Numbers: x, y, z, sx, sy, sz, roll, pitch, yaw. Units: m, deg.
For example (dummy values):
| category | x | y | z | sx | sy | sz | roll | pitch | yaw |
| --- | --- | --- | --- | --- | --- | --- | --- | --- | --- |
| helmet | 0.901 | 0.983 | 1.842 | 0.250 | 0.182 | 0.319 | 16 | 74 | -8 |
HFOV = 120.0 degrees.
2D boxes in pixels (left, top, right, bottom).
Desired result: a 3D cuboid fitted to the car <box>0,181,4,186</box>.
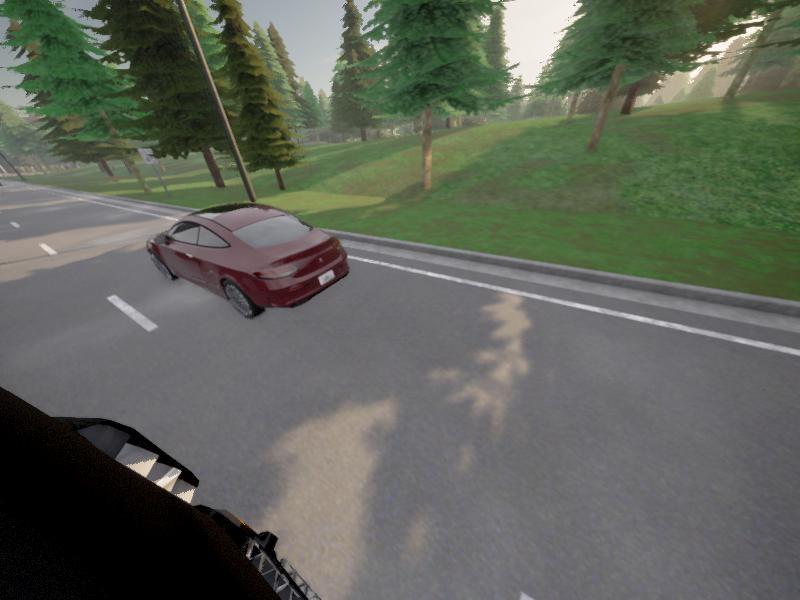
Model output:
| category | x | y | z | sx | sy | sz | roll | pitch | yaw |
| --- | --- | --- | --- | --- | --- | --- | --- | --- | --- |
| car | -57.437 | -16.611 | 31.917 | 5.238 | 1.638 | 1.930 | 16 | 38 | 26 |

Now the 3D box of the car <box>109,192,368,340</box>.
| category | x | y | z | sx | sy | sz | roll | pitch | yaw |
| --- | --- | --- | --- | --- | --- | --- | --- | --- | --- |
| car | -3.131 | -1.067 | 4.497 | 4.674 | 1.442 | 1.812 | 16 | 38 | 26 |
